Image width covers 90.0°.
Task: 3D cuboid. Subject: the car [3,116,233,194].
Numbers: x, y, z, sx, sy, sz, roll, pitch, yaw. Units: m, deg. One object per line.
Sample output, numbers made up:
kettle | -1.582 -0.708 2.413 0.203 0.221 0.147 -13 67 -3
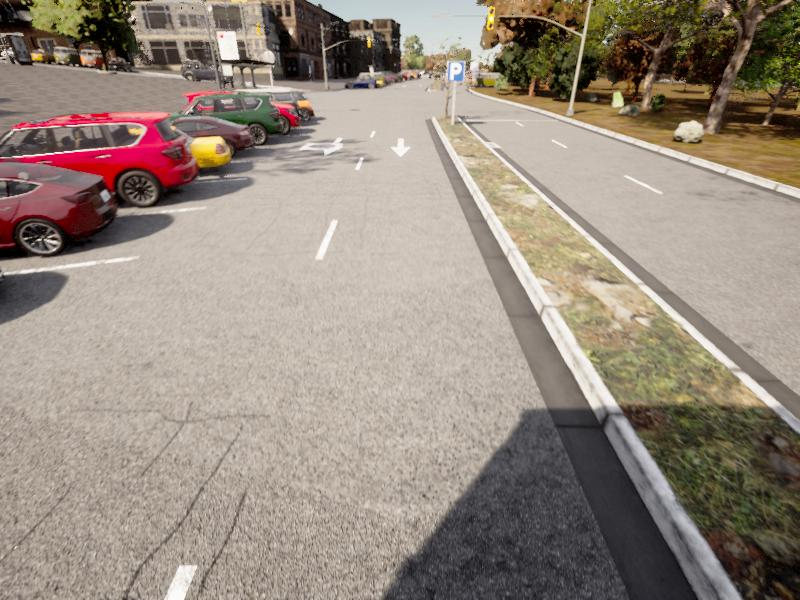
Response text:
car | -8.217 -4.626 12.460 5.366 1.575 1.946 -11 32 -17

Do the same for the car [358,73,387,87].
car | -4.505 -36.173 65.725 4.442 1.987 1.878 -8 31 -12

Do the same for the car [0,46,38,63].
car | -46.511 -29.873 48.703 2.002 1.452 4.674 -5 29 -20

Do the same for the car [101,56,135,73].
car | -34.460 -28.899 49.120 2.231 1.521 4.892 -5 29 -19

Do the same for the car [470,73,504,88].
car | 13.020 -32.998 60.182 4.442 1.987 1.878 -7 31 -12

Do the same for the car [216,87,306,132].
car | -7.860 -10.919 22.839 4.442 1.987 1.878 -11 31 -16

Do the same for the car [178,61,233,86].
car | -20.312 -23.720 41.906 4.605 1.855 1.932 5 28 -2

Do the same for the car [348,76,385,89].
car | -5.063 -32.962 60.661 5.366 1.575 1.946 -8 31 -12

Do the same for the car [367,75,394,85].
car | -3.533 -40.462 73.606 4.674 1.452 2.002 -7 30 -11

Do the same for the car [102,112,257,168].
car | -8.028 -6.132 15.132 4.674 1.452 2.002 -11 32 -17

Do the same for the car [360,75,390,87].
car | -4.277 -37.473 68.407 4.892 1.521 2.231 -8 31 -11

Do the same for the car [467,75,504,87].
car | 13.939 -35.812 65.445 5.366 1.575 1.946 -6 31 -12

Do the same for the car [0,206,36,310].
car | -8.062 -0.130 4.735 4.892 1.521 2.231 -11 31 -17

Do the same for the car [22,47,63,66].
car | -43.559 -29.745 48.943 1.946 1.575 5.366 -5 30 -20

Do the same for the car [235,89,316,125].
car | -7.885 -12.327 25.465 4.553 1.767 2.185 -11 32 -16

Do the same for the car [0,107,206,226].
car | -8.078 -3.360 9.784 5.566 2.045 2.435 -11 32 -17

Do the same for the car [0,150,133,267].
car | -8.077 -1.607 7.328 4.792 1.488 2.163 -11 32 -17

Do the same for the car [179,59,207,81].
car | -25.421 -28.385 49.362 2.435 2.045 5.566 -5 30 -19

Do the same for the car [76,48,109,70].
car | -37.405 -29.299 48.817 1.878 1.987 4.442 -5 29 -20

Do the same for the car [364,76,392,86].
car | -3.905 -38.949 71.013 4.674 1.452 2.002 -8 31 -11

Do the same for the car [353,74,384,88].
car | -4.970 -34.552 63.151 4.553 1.767 2.185 -8 31 -12

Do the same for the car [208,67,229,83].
car | -22.427 -27.869 49.594 2.002 1.452 4.674 -5 30 -20

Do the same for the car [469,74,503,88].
car | 13.403 -34.409 62.797 4.553 1.767 2.185 -7 31 -12

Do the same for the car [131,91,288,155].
car | -8.048 -7.889 17.577 5.566 2.045 2.435 -11 32 -17

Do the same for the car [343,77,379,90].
car | -5.707 -31.417 58.098 4.792 1.488 2.163 -8 31 -12

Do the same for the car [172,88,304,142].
car | -7.976 -9.415 20.202 5.566 2.045 2.435 -11 31 -16

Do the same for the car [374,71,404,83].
car | -2.269 -45.245 81.221 5.566 2.045 2.435 -7 30 -10

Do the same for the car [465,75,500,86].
car | 13.920 -37.254 67.905 5.366 1.575 1.946 -6 31 -11

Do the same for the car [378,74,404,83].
car | -1.847 -46.529 83.921 5.008 1.535 2.097 -7 30 -9

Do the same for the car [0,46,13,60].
car | -49.528 -30.115 48.576 2.002 1.452 4.674 -5 30 -20

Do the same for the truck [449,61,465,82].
truck | 12.487 -49.897 87.304 2.891 3.827 8.468 5 31 8

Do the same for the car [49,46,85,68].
car | -40.421 -29.549 48.704 1.878 1.987 4.442 -5 29 -20
